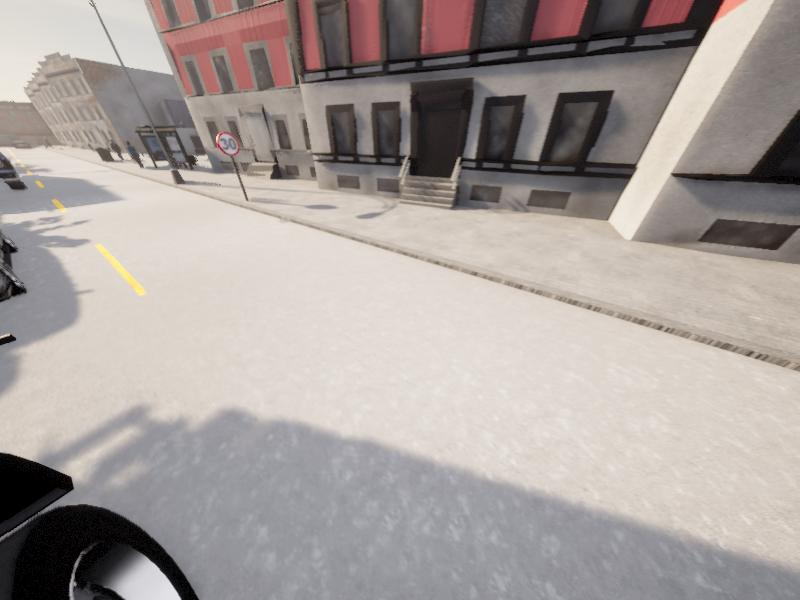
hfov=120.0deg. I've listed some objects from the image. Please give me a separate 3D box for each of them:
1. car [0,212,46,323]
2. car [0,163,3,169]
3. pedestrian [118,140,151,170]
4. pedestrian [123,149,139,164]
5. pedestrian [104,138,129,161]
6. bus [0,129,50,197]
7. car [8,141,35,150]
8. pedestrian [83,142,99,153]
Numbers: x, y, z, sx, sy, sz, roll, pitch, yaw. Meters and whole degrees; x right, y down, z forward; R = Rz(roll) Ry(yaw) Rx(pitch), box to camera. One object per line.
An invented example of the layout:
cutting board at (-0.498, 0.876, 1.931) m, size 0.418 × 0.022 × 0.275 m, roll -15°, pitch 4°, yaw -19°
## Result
car at (-8.402, -0.851, 3.827) m, size 5.357 × 1.411 × 2.033 m, roll 22°, pitch 41°, yaw 28°
car at (-34.252, -11.598, 18.396) m, size 3.866 × 1.878 × 1.905 m, roll 22°, pitch 41°, yaw 28°
pedestrian at (-19.782, -10.822, 17.231) m, size 0.751 × 1.860 × 0.751 m, roll 22°, pitch 41°, yaw 28°
pedestrian at (-24.233, -12.909, 20.806) m, size 0.500 × 1.100 × 0.500 m, roll 25°, pitch 42°, yaw 31°
pedestrian at (-28.188, -14.945, 22.997) m, size 0.751 × 1.860 × 0.751 m, roll 25°, pitch 42°, yaw 31°
bus at (-22.096, -7.692, 10.922) m, size 10.273 × 4.253 × 3.944 m, roll 22°, pitch 41°, yaw 28°
car at (-75.140, -30.704, 45.844) m, size 4.792 × 1.488 × 2.163 m, roll 22°, pitch 41°, yaw 28°
pedestrian at (-45.926, -22.699, 34.313) m, size 0.751 × 1.300 × 0.751 m, roll 16°, pitch 38°, yaw 21°
